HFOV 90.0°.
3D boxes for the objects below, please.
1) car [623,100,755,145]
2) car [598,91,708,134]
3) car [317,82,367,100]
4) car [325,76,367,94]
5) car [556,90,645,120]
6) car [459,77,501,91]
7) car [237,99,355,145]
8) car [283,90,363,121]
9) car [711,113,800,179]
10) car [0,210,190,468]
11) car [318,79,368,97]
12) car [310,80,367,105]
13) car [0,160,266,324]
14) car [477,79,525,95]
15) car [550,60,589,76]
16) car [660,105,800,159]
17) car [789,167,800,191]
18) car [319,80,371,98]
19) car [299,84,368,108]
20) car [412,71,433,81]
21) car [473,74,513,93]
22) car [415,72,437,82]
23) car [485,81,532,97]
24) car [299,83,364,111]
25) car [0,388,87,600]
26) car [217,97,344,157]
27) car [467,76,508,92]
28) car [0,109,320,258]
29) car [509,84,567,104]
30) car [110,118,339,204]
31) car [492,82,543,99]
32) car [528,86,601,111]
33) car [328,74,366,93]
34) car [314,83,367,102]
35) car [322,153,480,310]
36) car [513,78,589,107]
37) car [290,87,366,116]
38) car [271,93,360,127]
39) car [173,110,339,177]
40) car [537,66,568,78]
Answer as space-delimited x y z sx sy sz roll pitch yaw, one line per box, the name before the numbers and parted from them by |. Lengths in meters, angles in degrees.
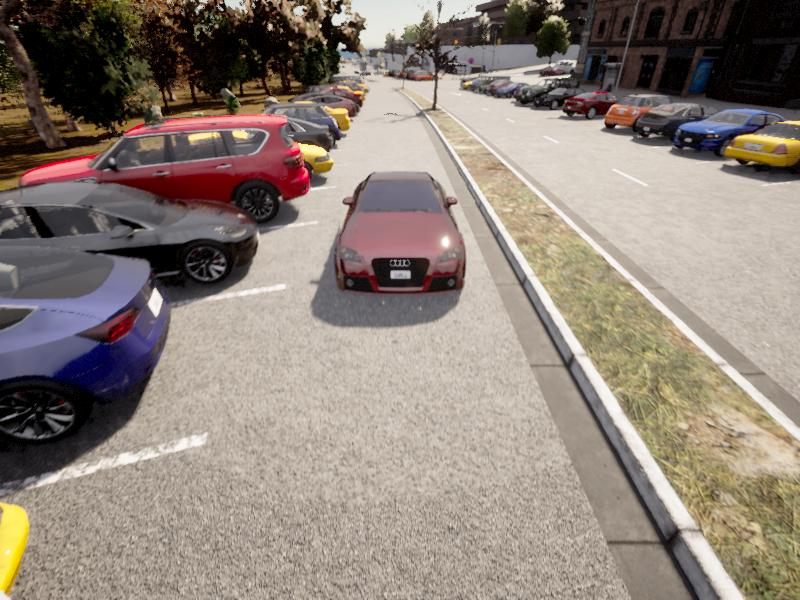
car | 13.311 -8.292 18.528 4.892 1.521 2.231 -10 32 -18
car | 13.255 -9.931 21.066 4.553 1.767 2.185 -11 32 -19
car | -6.040 -22.001 42.024 4.674 1.452 2.002 -13 33 -20
car | -6.705 -26.633 49.590 4.553 1.767 2.185 -14 33 -21
car | 13.135 -12.886 26.342 5.008 1.535 2.097 -11 32 -19
car | 10.924 -29.651 54.858 5.366 1.575 1.946 -13 33 -22
car | -4.902 -8.557 19.037 5.008 1.535 2.097 -11 32 -17
car | -5.102 -13.038 26.730 4.792 1.488 2.163 -12 32 -18
car | 13.546 -5.273 13.387 5.366 1.575 1.946 -10 32 -18
car | -4.841 0.500 3.668 4.792 1.488 2.163 -11 32 -17
car | -6.656 -24.986 47.031 5.366 1.575 1.946 -14 33 -20
car | -5.640 -19.158 36.851 4.553 1.767 2.185 -13 33 -19
car | -4.787 -1.021 6.257 4.792 1.488 2.163 -11 32 -17
car | 11.873 -25.112 47.147 4.892 1.521 2.231 -13 33 -21
car | 28.578 -39.228 67.496 2.435 2.045 5.566 -22 37 -23
car | 13.364 -6.763 15.925 5.008 1.535 2.097 -10 33 -18
car | 13.278 -3.884 10.576 4.442 1.987 1.878 -10 32 -18
car | -6.090 -23.576 44.618 5.366 1.575 1.946 -14 32 -20
car | -5.677 -17.510 34.292 5.366 1.575 1.946 -13 33 -19
car | 5.268 -51.701 92.355 4.442 1.987 1.878 -16 35 -26
car | 11.525 -26.809 49.583 4.442 1.987 1.878 -13 33 -22
car | 5.864 -50.132 89.893 4.553 1.767 2.185 -16 34 -26
car | 12.083 -23.554 44.571 4.674 1.452 2.002 -12 33 -21
car | -5.396 -16.154 31.735 4.553 1.767 2.185 -12 32 -19
car | -4.641 1.937 1.152 5.366 1.575 1.946 -11 32 -17
car | -4.841 -7.169 16.424 4.553 1.767 2.185 -11 32 -17
car | 11.399 -28.278 52.284 4.553 1.767 2.185 -13 33 -22
car | -4.843 -2.755 8.658 5.566 2.045 2.435 -11 32 -17
car | 12.643 -18.971 36.773 4.674 1.452 2.002 -12 32 -20
car | -4.651 -4.089 11.416 5.366 1.575 1.946 -11 32 -17
car | 12.294 -22.025 41.970 4.674 1.452 2.002 -12 33 -21
car | 12.936 -15.944 31.545 5.008 1.535 2.097 -11 33 -20
car | -6.900 -28.233 52.116 4.442 1.987 1.878 -14 33 -21
car | -5.842 -20.506 39.476 4.674 1.452 2.002 -13 33 -20
car | 0.001 -1.515 7.196 1.994 1.385 4.181 0 30 0
car | 12.777 -17.683 34.007 5.566 2.045 2.435 -12 33 -20
car | -5.231 -14.553 29.253 5.008 1.535 2.097 -12 33 -18
car | -5.070 -11.522 24.148 4.792 1.488 2.163 -12 32 -18
car | -4.834 -5.552 13.921 4.892 1.521 2.231 -11 32 -17
car | 25.631 -38.467 67.345 2.002 1.452 4.674 -22 37 -23
